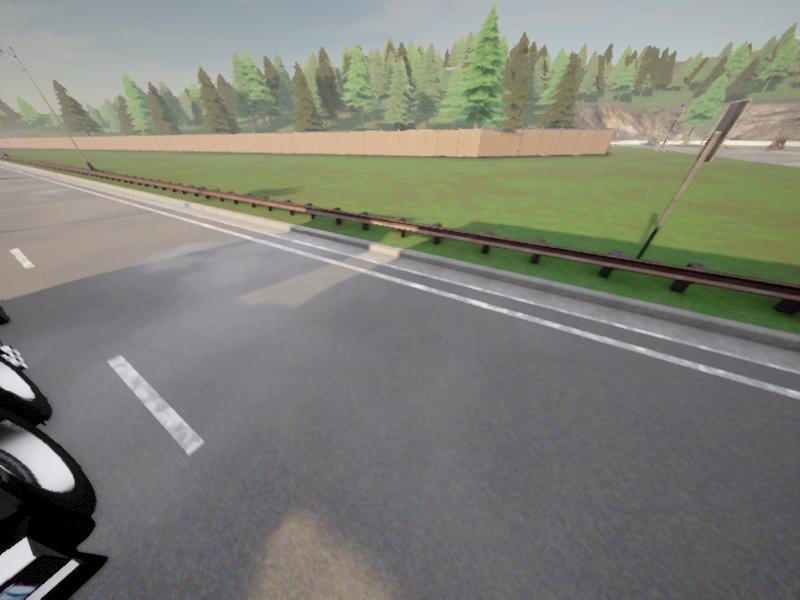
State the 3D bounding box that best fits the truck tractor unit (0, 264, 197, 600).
[{"bbox_3d":[-5.112,-0.299,0.784,6.516,4.208,3.053,18,39,24],"label":"truck tractor unit"}]
